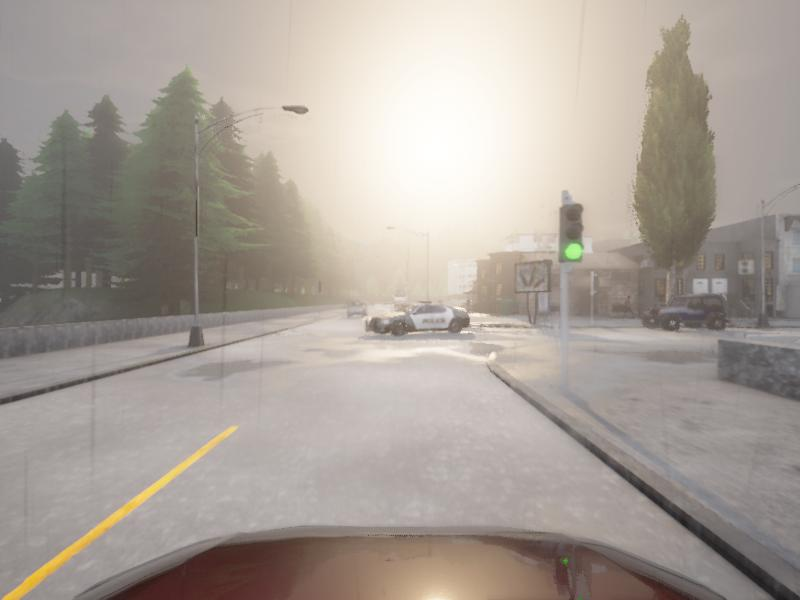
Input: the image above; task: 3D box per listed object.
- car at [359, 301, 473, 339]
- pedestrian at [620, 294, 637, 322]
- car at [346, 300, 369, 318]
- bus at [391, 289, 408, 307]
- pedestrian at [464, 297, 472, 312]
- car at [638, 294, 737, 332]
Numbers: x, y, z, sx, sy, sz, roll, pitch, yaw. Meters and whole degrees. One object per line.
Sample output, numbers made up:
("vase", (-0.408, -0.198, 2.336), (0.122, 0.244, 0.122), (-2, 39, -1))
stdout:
("car", (0.795, 0.838, 18.720), (4.974, 1.542, 2.038), (0, 1, -30))
("pedestrian", (15.475, 0.547, 27.090), (0.751, 1.860, 0.751), (0, 0, 0))
("car", (-4.015, 0.820, 38.337), (1.851, 1.617, 3.988), (0, 0, 0))
("bus", (-0.029, -0.457, 98.210), (3.944, 4.253, 10.273), (0, 0, 0))
("pedestrian", (8.385, 0.578, 49.065), (0.751, 1.860, 0.751), (0, 0, -11))
("car", (14.979, 0.663, 21.010), (3.866, 1.878, 1.905), (0, 0, 0))
